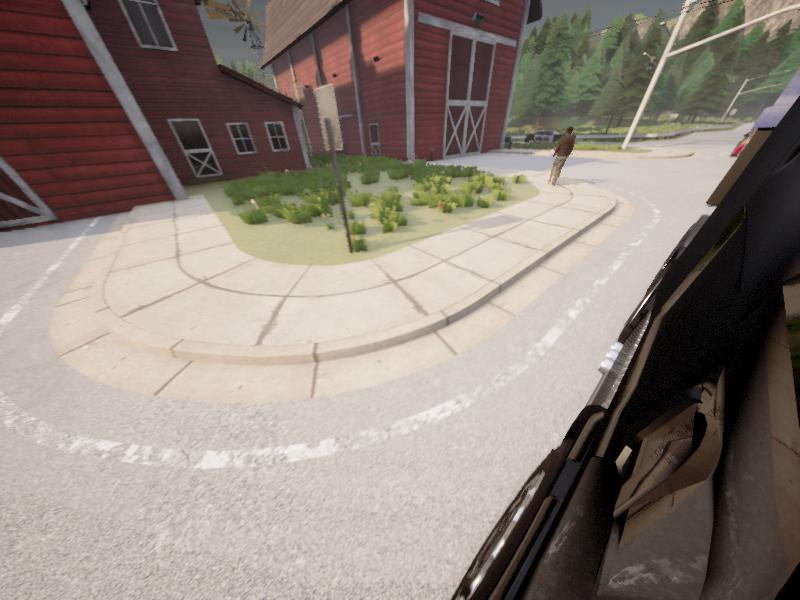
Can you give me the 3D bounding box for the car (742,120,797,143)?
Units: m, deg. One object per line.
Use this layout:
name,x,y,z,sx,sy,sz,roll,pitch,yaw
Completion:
car,33.025,-15.181,20.794,4.193,1.474,1.816,-32,45,-33

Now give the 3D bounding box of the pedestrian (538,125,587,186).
pedestrian,5.959,-5.334,8.610,0.751,1.860,0.751,5,37,10

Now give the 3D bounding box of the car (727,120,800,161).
car,21.875,-9.483,13.656,4.611,1.667,2.242,-28,43,-30

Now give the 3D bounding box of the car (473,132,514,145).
car,12.682,-22.031,31.603,1.895,1.301,4.718,-27,43,-29

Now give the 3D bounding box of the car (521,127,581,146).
car,17.305,-18.920,26.795,1.930,1.638,5.238,-27,43,-29

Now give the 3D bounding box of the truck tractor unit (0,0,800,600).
truck tractor unit,2.645,-0.295,0.351,6.516,4.208,3.053,-28,44,-30

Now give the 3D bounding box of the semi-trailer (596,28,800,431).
semi-trailer,8.801,-3.521,4.140,14.254,4.402,2.717,-27,43,-29
